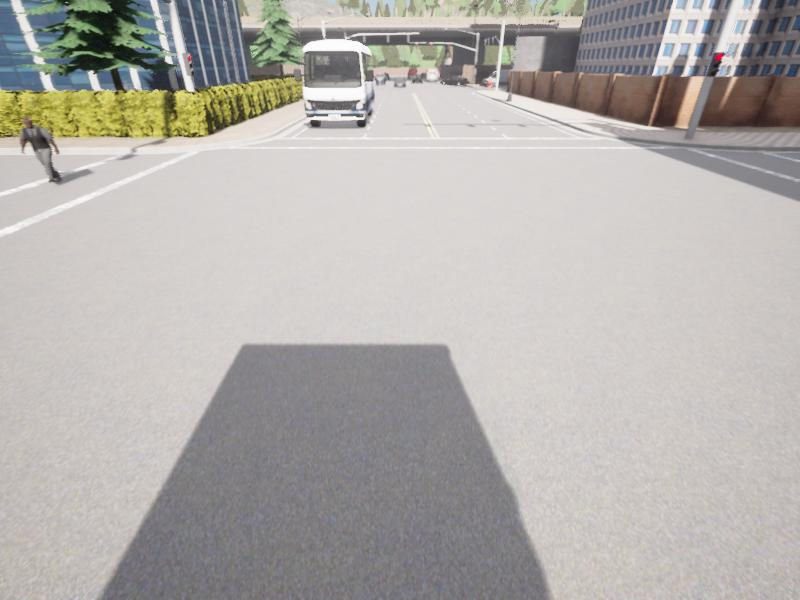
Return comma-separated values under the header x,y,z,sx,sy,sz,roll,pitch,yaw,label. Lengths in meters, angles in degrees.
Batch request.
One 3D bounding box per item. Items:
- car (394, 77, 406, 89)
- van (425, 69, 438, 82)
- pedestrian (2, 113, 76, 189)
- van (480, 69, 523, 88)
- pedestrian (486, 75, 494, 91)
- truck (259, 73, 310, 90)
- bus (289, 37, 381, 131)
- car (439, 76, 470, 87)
x,y,z,sx,sy,sz,roll,pitch,yaw,label
-0.009,-34.526,63.584,1.812,1.442,4.674,0,30,0,car
6.990,-49.870,88.837,2.351,2.431,6.366,0,30,0,van
-10.086,-4.194,11.271,0.751,1.860,0.751,-8,31,-14,pedestrian
15.830,-34.751,62.744,5.915,2.561,1.988,0,30,0,van
11.848,-28.659,52.743,0.751,1.860,0.751,0,30,0,pedestrian
-16.298,-31.047,56.873,6.274,2.098,2.390,0,30,0,truck
-3.385,-13.515,24.889,3.944,4.253,10.273,0,30,0,bus
9.238,-36.990,67.635,4.892,1.490,1.837,22,37,32,car
